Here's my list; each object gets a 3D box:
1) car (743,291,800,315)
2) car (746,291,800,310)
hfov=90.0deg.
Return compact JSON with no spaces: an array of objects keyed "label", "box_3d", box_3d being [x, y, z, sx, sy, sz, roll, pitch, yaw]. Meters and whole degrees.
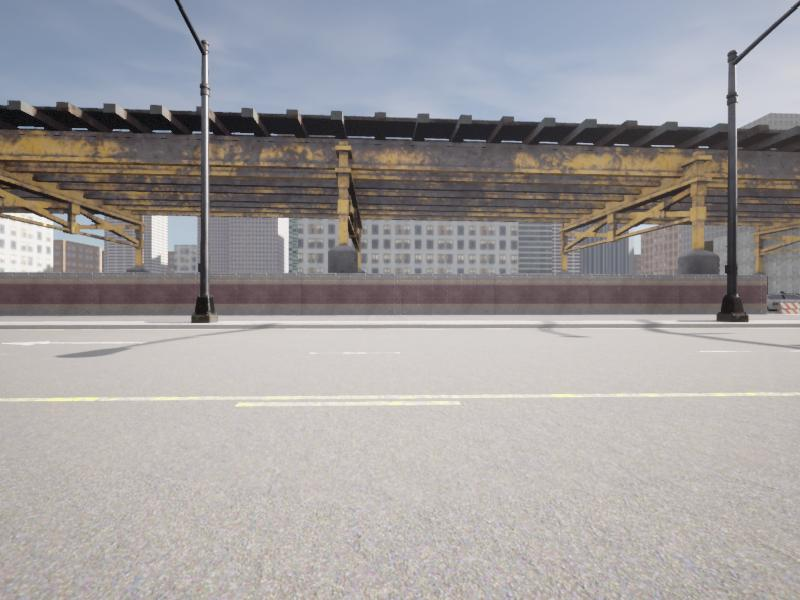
[{"label":"car","box_3d":[27.003,0.196,27.666,4.974,1.542,2.038,0,0,42]},{"label":"car","box_3d":[26.964,0.038,27.700,4.536,1.218,1.853,0,0,42]}]
